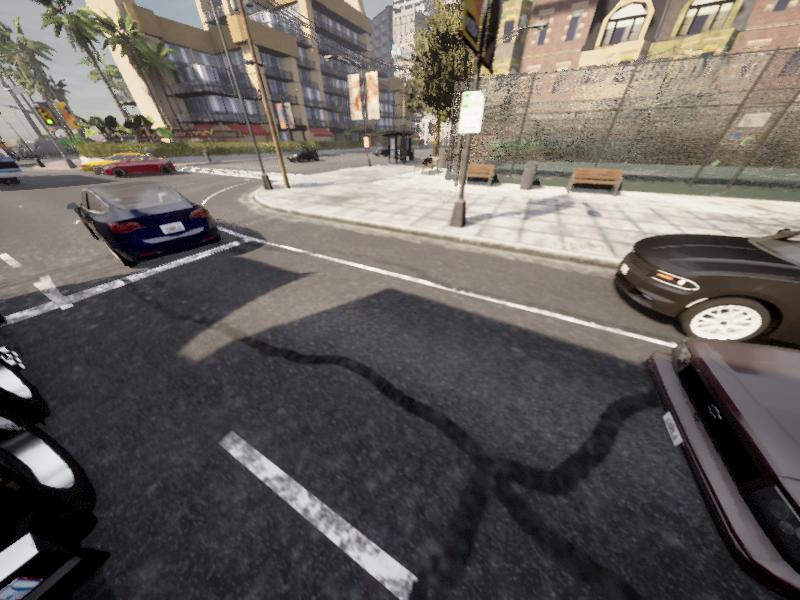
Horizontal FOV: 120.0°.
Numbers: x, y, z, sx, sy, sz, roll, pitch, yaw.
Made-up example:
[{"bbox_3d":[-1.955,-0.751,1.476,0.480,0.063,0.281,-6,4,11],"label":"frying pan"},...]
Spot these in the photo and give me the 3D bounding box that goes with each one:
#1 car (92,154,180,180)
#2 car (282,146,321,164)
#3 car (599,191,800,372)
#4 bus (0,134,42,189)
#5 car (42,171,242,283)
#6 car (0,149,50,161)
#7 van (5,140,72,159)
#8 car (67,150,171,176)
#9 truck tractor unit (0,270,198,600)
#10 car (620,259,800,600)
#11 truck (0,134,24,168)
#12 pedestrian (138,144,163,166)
[{"bbox_3d":[-20.396,-10.514,18.094,4.181,1.385,1.994,-29,44,-35],"label":"car"},{"bbox_3d":[-12.067,-18.065,28.669,1.851,1.617,3.988,16,38,22],"label":"car"},{"bbox_3d":[5.955,-0.093,2.742,5.008,1.535,2.097,16,38,22],"label":"car"},{"bbox_3d":[-28.352,-9.420,14.068,10.273,4.253,3.944,17,38,23],"label":"bus"},{"bbox_3d":[-6.685,-2.243,5.991,4.792,1.488,2.163,22,41,28],"label":"car"},{"bbox_3d":[-55.656,-21.553,34.266,1.994,1.385,4.181,-12,36,-16],"label":"car"},{"bbox_3d":[-60.696,-25.586,39.082,1.988,2.561,5.915,-5,35,-6],"label":"van"},{"bbox_3d":[-23.592,-11.814,19.806,5.366,1.575,1.801,-24,41,-30],"label":"car"},{"bbox_3d":[-5.123,-0.288,0.769,6.516,4.208,3.053,18,39,24],"label":"truck tractor unit"},{"bbox_3d":[4.613,1.438,0.678,5.357,1.411,2.033,16,38,23],"label":"car"},{"bbox_3d":[-46.180,-16.583,24.890,2.891,3.827,8.468,-27,43,-32],"label":"truck"},{"bbox_3d":[-25.651,-14.980,23.821,0.751,1.860,0.751,3,35,5],"label":"pedestrian"}]
